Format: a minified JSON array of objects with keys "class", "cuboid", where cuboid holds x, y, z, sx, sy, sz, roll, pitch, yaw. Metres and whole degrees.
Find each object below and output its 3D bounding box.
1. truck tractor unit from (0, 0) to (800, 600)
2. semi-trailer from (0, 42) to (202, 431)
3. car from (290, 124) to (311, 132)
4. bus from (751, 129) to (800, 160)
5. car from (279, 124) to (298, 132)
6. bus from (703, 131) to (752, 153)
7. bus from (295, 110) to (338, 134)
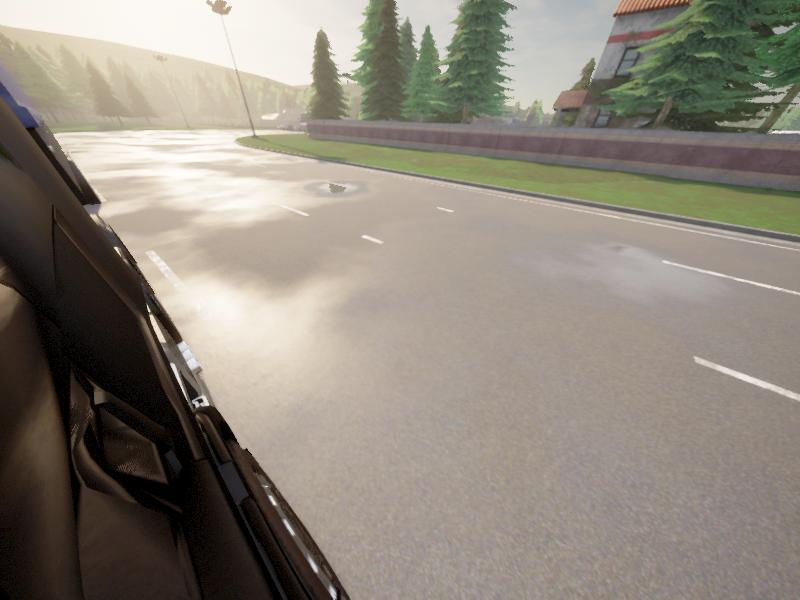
[{"class":"truck tractor unit","cuboid":[-2.645,-0.295,0.351,6.516,4.208,3.053,28,44,30]},{"class":"semi-trailer","cuboid":[-8.720,-3.590,4.207,14.254,4.402,2.717,28,44,30]},{"class":"car","cuboid":[-26.216,-45.427,61.066,2.033,1.649,4.856,15,39,16]},{"class":"bus","cuboid":[73.641,-29.779,44.156,3.944,4.253,10.273,29,45,29]},{"class":"car","cuboid":[-29.694,-45.934,61.665,1.816,1.474,4.193,15,39,16]},{"class":"bus","cuboid":[84.573,-41.256,60.075,3.944,4.253,10.273,26,43,28]},{"class":"bus","cuboid":[-20.170,-43.883,57.206,3.944,4.253,10.273,15,39,16]}]
